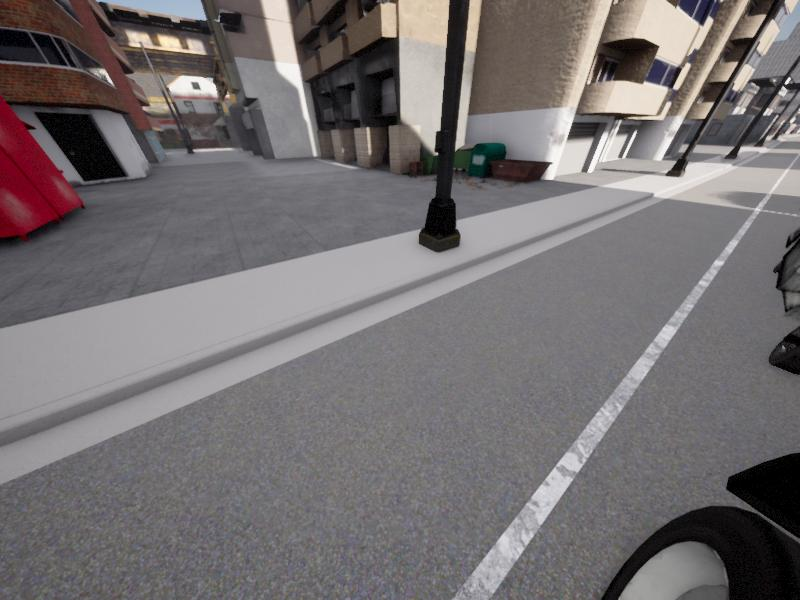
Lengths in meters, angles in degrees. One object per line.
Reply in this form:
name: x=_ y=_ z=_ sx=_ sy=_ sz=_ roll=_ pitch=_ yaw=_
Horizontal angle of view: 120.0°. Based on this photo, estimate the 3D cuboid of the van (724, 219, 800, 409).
van: x=7.038 y=-0.619 z=2.654 sx=6.366 sy=2.431 sz=2.351 roll=-22 pitch=40 yaw=-28

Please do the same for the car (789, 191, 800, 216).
car: x=16.242 y=-3.913 z=8.055 sx=4.902 sy=1.511 sz=2.128 roll=-22 pitch=40 yaw=-27
